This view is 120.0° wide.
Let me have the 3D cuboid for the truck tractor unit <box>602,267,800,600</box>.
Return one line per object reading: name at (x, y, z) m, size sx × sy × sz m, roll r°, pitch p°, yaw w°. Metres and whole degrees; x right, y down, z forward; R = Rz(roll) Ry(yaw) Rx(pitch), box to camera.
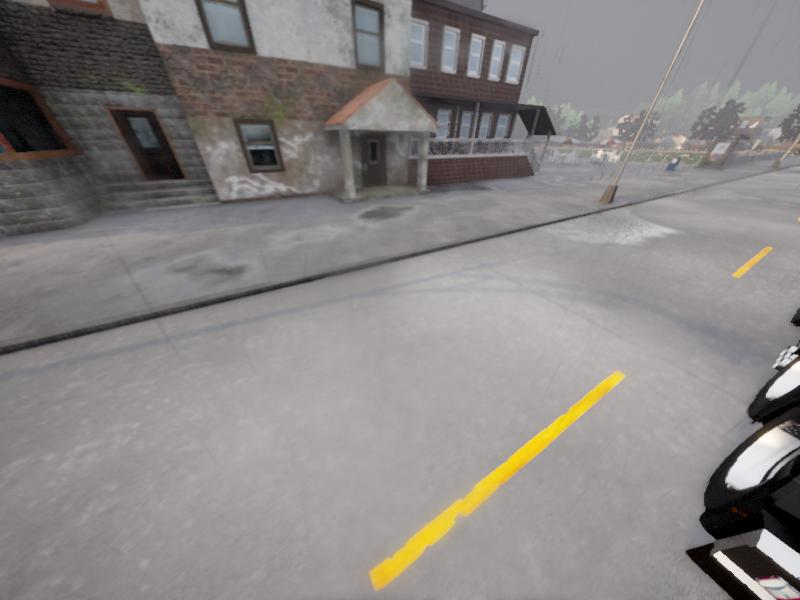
truck tractor unit at (5.115, -0.295, 0.783) m, size 6.516 × 4.208 × 3.053 m, roll -18°, pitch 39°, yaw -24°
